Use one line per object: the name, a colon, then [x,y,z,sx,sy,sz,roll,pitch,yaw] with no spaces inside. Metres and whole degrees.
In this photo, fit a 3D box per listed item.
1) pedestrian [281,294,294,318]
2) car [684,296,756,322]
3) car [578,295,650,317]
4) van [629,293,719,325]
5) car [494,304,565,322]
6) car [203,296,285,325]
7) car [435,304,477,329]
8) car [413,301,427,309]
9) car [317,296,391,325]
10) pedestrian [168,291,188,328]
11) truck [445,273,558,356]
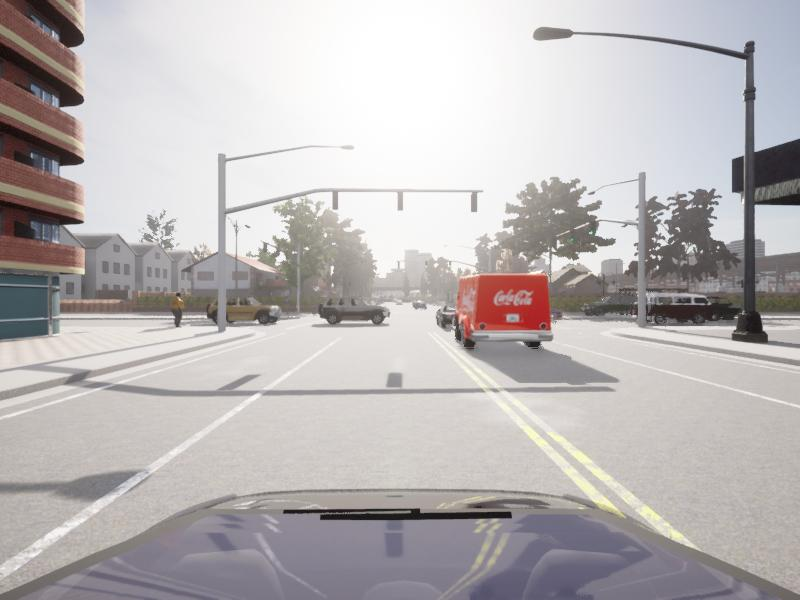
pedestrian: [-9.207,0.485,32.740,0.751,1.860,0.751,0,0,8]
car: [23.683,0.646,29.701,3.866,1.878,1.905,0,0,0]
car: [20.090,0.568,37.719,5.566,2.045,2.150,0,0,0]
van: [17.843,0.568,26.223,4.480,2.038,2.069,0,0,0]
car: [9.558,0.944,29.761,4.718,1.301,1.895,0,0,0]
car: [-10.177,0.652,26.346,4.605,1.855,1.932,0,0,0]
car: [3.254,0.944,24.121,1.895,1.301,4.718,0,0,0]
car: [3.545,0.851,70.773,2.163,1.488,4.792,0,0,0]
car: [-2.952,0.652,26.313,4.605,1.855,1.932,0,0,0]
pedestrian: [-11.426,0.485,20.580,0.751,1.860,0.751,0,0,44]
truck: [3.289,0.374,14.405,2.627,2.467,5.204,0,1,-2]
